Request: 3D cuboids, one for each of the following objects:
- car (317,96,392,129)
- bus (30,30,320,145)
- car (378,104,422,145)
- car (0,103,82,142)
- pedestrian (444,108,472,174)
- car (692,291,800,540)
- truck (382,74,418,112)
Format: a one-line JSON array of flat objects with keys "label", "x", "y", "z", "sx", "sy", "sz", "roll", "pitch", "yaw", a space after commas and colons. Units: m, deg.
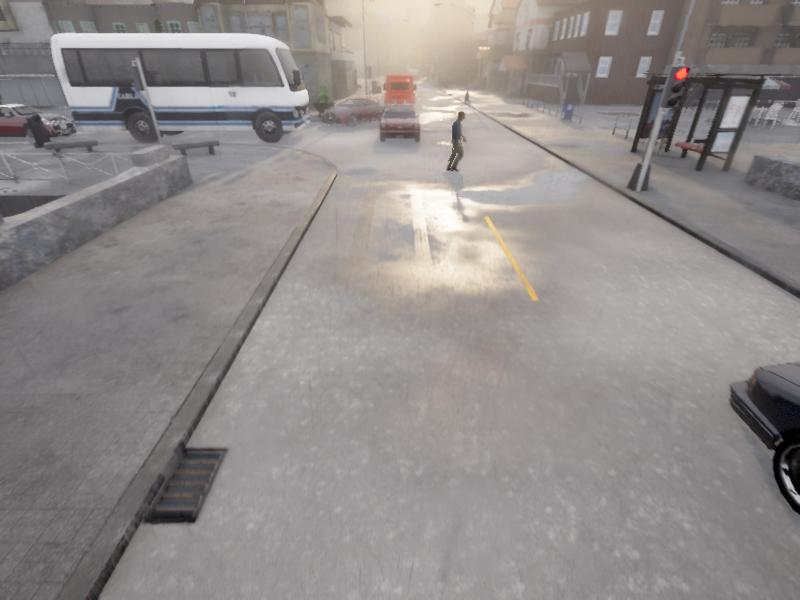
[{"label": "car", "x": -2.637, "y": -11.306, "z": 24.004, "sx": 1.994, "sy": 1.385, "sz": 4.181, "roll": 24, "pitch": 38, "yaw": 34}, {"label": "bus", "x": -9.385, "y": -9.768, "z": 18.513, "sx": 10.273, "sy": 4.253, "sz": 3.944, "roll": 0, "pitch": 30, "yaw": -1}, {"label": "car", "x": -0.003, "y": -8.675, "z": 19.575, "sx": 1.895, "sy": 1.301, "sz": 4.718, "roll": 0, "pitch": 30, "yaw": 0}, {"label": "car", "x": -18.004, "y": -8.477, "z": 19.049, "sx": 3.806, "sy": 1.475, "sz": 1.970, "roll": 0, "pitch": 30, "yaw": 0}, {"label": "pedestrian", "x": 1.839, "y": -5.064, "z": 12.784, "sx": 0.751, "sy": 1.860, "sz": 0.751, "roll": 4, "pitch": 31, "yaw": 7}, {"label": "car", "x": 3.991, "y": 1.887, "z": 1.402, "sx": 2.033, "sy": 1.411, "sz": 5.357, "roll": 0, "pitch": 30, "yaw": 0}, {"label": "truck", "x": -0.006, "y": -16.803, "z": 32.305, "sx": 2.627, "sy": 2.467, "sz": 5.204, "roll": 0, "pitch": 31, "yaw": 0}]
